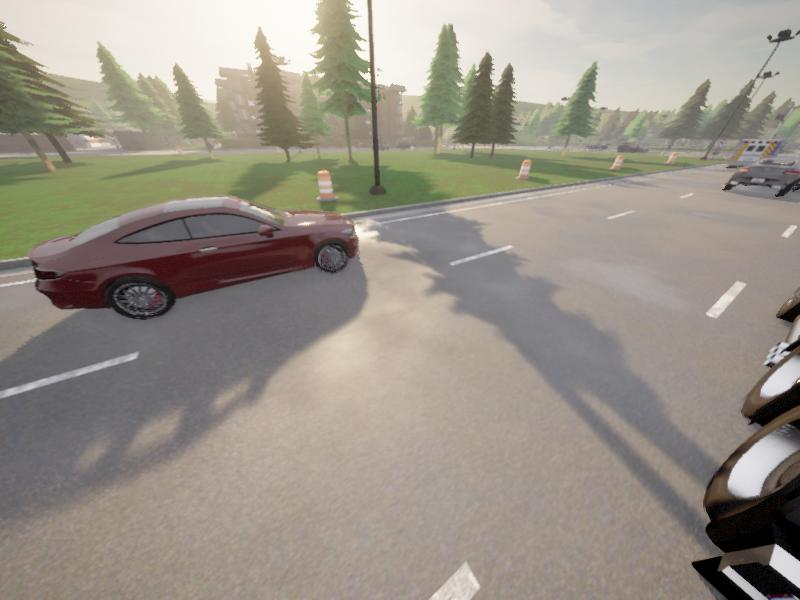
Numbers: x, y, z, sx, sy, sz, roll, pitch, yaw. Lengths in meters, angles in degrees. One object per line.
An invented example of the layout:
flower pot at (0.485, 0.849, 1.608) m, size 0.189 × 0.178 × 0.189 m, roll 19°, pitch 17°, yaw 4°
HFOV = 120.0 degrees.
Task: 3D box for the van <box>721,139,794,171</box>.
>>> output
van at (35.443, -14.444, 22.910) m, size 6.366 × 2.431 × 2.351 m, roll -18°, pitch 39°, yaw -25°

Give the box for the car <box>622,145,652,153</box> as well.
car at (54.178, -34.526, 52.789) m, size 1.994 × 1.385 × 4.181 m, roll -18°, pitch 39°, yaw -24°

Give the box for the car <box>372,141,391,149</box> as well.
car at (-4.955, -41.510, 61.949) m, size 4.611 × 1.667 × 2.242 m, roll -18°, pitch 39°, yaw -25°

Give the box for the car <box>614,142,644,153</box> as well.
car at (50.970, -33.928, 51.445) m, size 1.905 × 1.878 × 3.866 m, roll -18°, pitch 39°, yaw -24°

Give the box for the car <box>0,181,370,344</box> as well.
car at (-3.118, -1.132, 4.319) m, size 4.674 × 1.442 × 1.812 m, roll -19°, pitch 39°, yaw -25°

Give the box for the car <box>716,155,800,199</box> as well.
car at (20.259, -6.822, 12.544) m, size 5.027 × 1.651 × 2.152 m, roll -17°, pitch 38°, yaw -23°

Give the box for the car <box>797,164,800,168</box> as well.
car at (43.838, -14.465, 24.011) m, size 4.718 × 1.301 × 1.895 m, roll -19°, pitch 39°, yaw -25°

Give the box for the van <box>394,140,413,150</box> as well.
van at (0.904, -38.937, 58.046) m, size 4.442 × 1.987 × 1.775 m, roll -18°, pitch 39°, yaw -25°

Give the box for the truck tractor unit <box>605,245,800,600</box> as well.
truck tractor unit at (5.076, -0.335, 0.823) m, size 6.516 × 4.208 × 3.053 m, roll -20°, pitch 40°, yaw -25°

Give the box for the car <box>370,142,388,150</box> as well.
car at (-5.324, -39.037, 58.459) m, size 3.988 × 1.617 × 1.851 m, roll -18°, pitch 39°, yaw -25°
